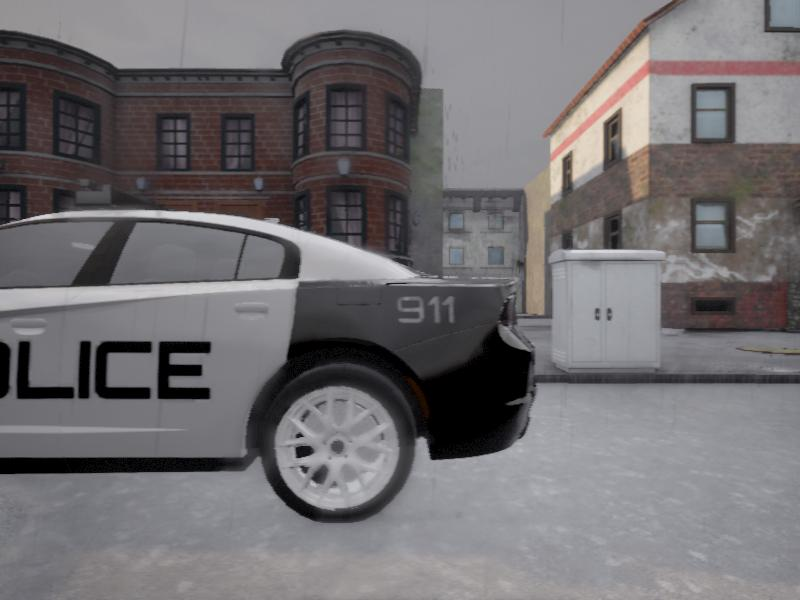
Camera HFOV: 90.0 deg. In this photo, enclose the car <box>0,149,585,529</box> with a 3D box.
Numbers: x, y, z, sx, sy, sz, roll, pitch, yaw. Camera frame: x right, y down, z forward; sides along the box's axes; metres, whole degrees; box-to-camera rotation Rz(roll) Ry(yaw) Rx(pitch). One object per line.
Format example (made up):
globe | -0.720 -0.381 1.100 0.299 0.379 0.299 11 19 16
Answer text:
car | -1.820 0.168 2.689 5.238 1.638 1.930 0 0 0
